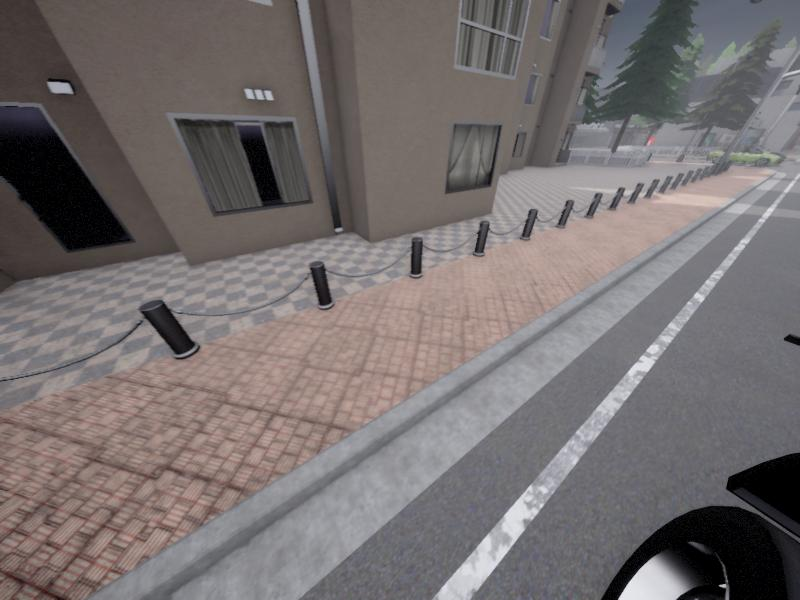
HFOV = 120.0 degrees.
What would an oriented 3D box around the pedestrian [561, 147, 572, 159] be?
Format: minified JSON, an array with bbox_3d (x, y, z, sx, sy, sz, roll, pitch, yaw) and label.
[{"bbox_3d":[18.868,-16.652,26.189,0.500,1.100,0.500,-23,41,-29],"label":"pedestrian"}]

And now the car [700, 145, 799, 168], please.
[{"bbox_3d":[31.609,-13.190,21.153,2.007,1.525,4.514,-14,37,-20],"label":"car"}]
